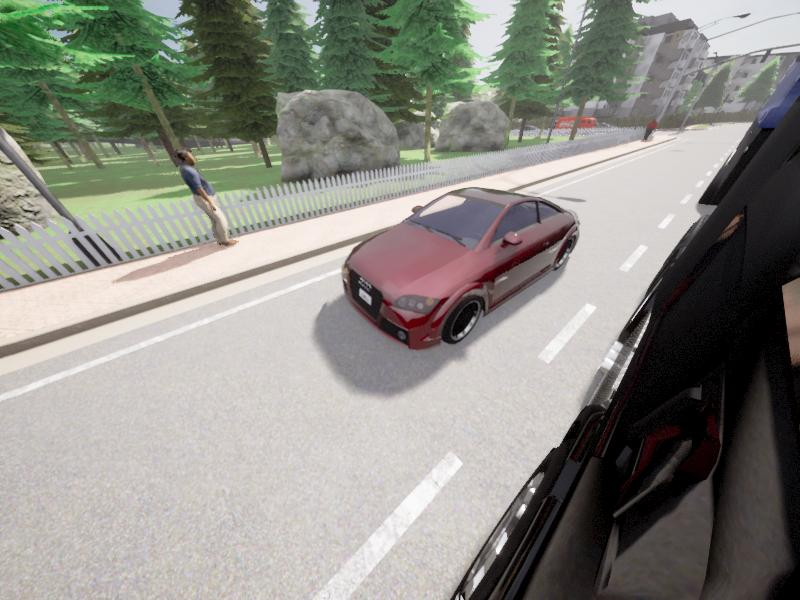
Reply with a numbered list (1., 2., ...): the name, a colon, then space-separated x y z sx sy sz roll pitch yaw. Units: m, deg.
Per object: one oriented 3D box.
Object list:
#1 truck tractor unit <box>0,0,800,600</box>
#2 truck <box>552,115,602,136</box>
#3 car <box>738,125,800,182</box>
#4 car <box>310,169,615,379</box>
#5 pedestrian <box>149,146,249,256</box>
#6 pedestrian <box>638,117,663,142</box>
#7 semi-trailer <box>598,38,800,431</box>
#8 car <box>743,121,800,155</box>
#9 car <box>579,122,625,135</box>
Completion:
1. truck tractor unit: 2.645 -0.295 0.351 6.516 4.208 3.053 -28 44 -30
2. truck: 27.711 -27.377 36.378 2.627 2.467 5.204 -26 43 -28
3. car: 16.361 -6.274 9.672 5.366 1.575 1.801 -28 43 -30
4. car: 1.138 -0.961 3.714 4.181 1.385 1.994 -26 43 -28
5. pedestrian: -3.941 -1.970 4.678 0.751 1.860 0.751 -28 43 -29
6. pedestrian: 23.523 -16.045 21.732 0.751 1.860 0.751 -27 43 -29
7. semi-trailer: 8.708 -3.601 4.213 14.254 4.402 2.717 -28 44 -30
8. car: 24.438 -10.434 14.791 4.792 1.488 2.163 -27 43 -29
9. car: 31.998 -27.243 36.728 2.128 1.511 4.902 -26 43 -28
